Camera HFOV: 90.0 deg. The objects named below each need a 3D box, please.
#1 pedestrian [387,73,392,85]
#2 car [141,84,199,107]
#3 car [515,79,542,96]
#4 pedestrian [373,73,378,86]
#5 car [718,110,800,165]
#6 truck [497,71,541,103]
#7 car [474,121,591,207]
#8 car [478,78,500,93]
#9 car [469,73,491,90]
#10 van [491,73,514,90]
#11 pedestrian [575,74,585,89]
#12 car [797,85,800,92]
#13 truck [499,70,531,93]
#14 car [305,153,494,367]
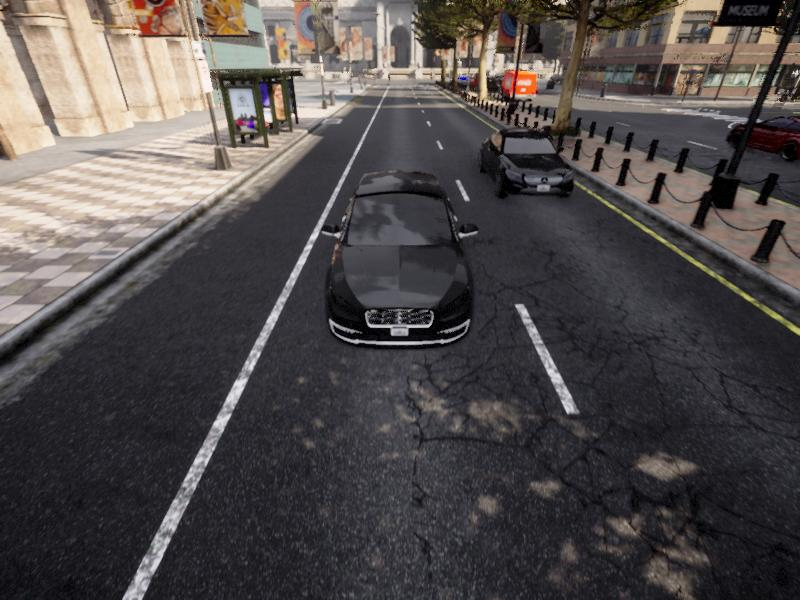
[{"bbox_3d":[-1.759,-37.701,68.297,0.751,1.860,0.751,1,30,1],"label":"pedestrian"},{"bbox_3d":[-19.335,-17.414,33.967,2.161,1.482,4.786,0,30,0],"label":"car"},{"bbox_3d":[15.002,-24.996,46.966,1.851,1.617,3.988,0,30,0],"label":"car"},{"bbox_3d":[-4.025,-36.560,66.352,0.751,1.860,0.751,3,31,5],"label":"pedestrian"},{"bbox_3d":[15.029,-6.394,15.516,1.994,1.385,4.181,0,30,0],"label":"car"},{"bbox_3d":[11.484,-20.955,39.270,2.627,2.467,5.204,0,32,0],"label":"truck"},{"bbox_3d":[3.468,-4.097,11.522,1.812,1.442,4.674,0,30,0],"label":"car"},{"bbox_3d":[11.478,-27.796,51.733,1.851,1.617,3.988,0,30,0],"label":"car"},{"bbox_3d":[11.451,-31.413,57.458,2.150,2.045,5.566,1,30,1],"label":"car"},{"bbox_3d":[14.972,-32.214,58.831,2.069,2.038,4.480,0,30,0],"label":"van"},{"bbox_3d":[24.615,-29.896,54.720,0.751,1.860,0.751,2,30,4],"label":"pedestrian"},{"bbox_3d":[52.942,-26.571,49.767,2.128,1.511,4.902,0,30,0],"label":"car"},{"bbox_3d":[14.971,-28.790,52.576,2.627,2.467,5.204,0,30,0],"label":"truck"},{"bbox_3d":[-0.006,-1.097,6.360,1.837,1.490,4.892,0,30,0],"label":"car"}]
